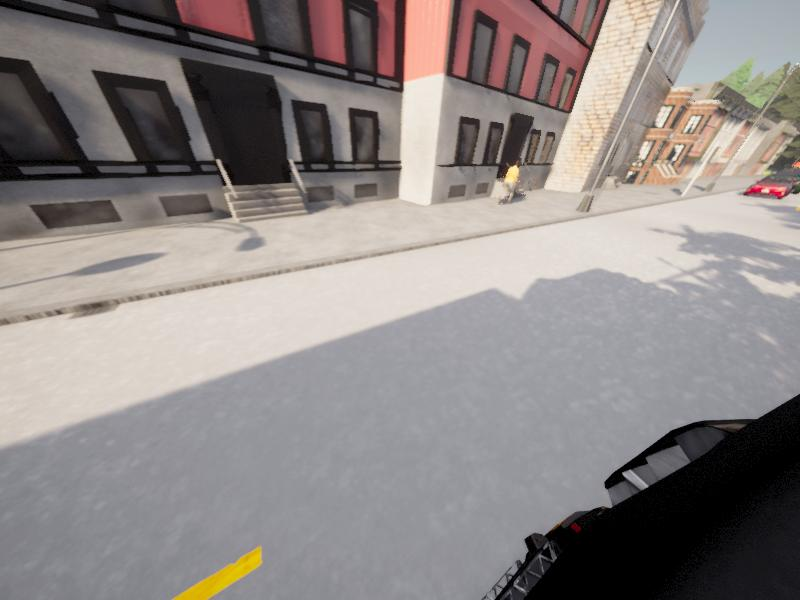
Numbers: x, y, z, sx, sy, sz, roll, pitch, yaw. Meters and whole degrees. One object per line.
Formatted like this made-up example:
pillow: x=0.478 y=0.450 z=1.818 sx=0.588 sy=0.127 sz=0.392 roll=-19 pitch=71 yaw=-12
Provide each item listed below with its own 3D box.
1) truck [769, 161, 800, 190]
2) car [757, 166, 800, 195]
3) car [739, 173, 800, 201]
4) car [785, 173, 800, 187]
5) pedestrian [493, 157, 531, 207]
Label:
truck: x=43.518 y=-13.404 z=24.921 sx=5.204 sy=2.467 sz=2.627 roll=-16 pitch=38 yaw=-26
car: x=36.124 y=-11.122 z=21.354 sx=5.566 sy=2.045 sz=2.150 roll=-16 pitch=38 yaw=-26
car: x=29.021 y=-8.863 z=17.930 sx=4.514 sy=1.525 sz=2.007 roll=-16 pitch=38 yaw=-26
car: x=50.413 y=-14.882 z=28.691 sx=4.718 sy=1.301 sz=1.895 roll=-16 pitch=38 yaw=-26
pedestrian: x=4.928 y=-5.224 z=10.256 sx=0.751 sy=1.860 sz=0.751 roll=-15 pitch=37 yaw=-25
